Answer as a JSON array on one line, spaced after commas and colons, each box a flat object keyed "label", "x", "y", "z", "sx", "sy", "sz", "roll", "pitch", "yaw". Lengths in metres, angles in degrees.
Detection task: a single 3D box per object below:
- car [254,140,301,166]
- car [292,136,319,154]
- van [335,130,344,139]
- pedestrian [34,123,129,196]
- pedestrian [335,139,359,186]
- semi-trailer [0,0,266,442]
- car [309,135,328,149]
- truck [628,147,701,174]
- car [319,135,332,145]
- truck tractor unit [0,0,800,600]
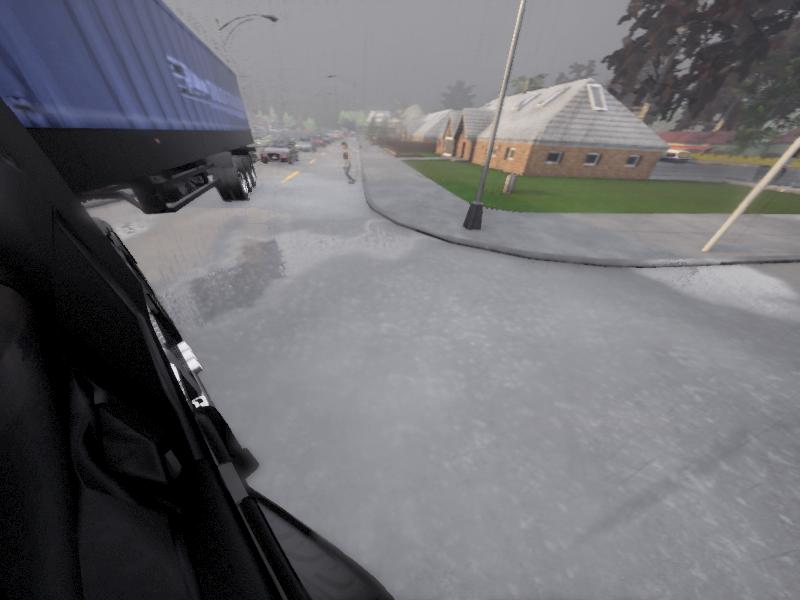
[{"label": "car", "x": -9.166, "y": -11.352, "z": 17.760, "sx": 1.994, "sy": 1.385, "sz": 4.181, "roll": -3, "pitch": 36, "yaw": -9}, {"label": "car", "x": -10.937, "y": -18.280, "z": 27.157, "sx": 2.007, "sy": 1.525, "sz": 4.514, "roll": -3, "pitch": 36, "yaw": -8}, {"label": "van", "x": -21.156, "y": -58.244, "z": 81.373, "sx": 2.351, "sy": 2.431, "sz": 6.366, "roll": -3, "pitch": 36, "yaw": -9}, {"label": "pedestrian", "x": -9.907, "y": -4.390, "z": 7.313, "sx": 0.751, "sy": 1.860, "sz": 0.751, "roll": -5, "pitch": 36, "yaw": -11}, {"label": "pedestrian", "x": -2.564, "y": -6.648, "z": 11.233, "sx": 0.751, "sy": 1.860, "sz": 0.751, "roll": -20, "pitch": 42, "yaw": -29}, {"label": "semi-trailer", "x": -6.186, "y": -4.510, "z": 5.790, "sx": 2.717, "sy": 4.402, "sz": 14.254, "roll": -11, "pitch": 38, "yaw": -17}, {"label": "car", "x": -12.562, "y": -24.563, "z": 35.803, "sx": 2.007, "sy": 1.525, "sz": 4.514, "roll": -3, "pitch": 36, "yaw": -8}, {"label": "truck", "x": 28.427, "y": -15.223, "z": 25.122, "sx": 2.069, "sy": 2.038, "sz": 4.478, "roll": -3, "pitch": 36, "yaw": -9}, {"label": "car", "x": -14.006, "y": -30.129, "z": 43.505, "sx": 1.816, "sy": 1.474, "sz": 4.193, "roll": -3, "pitch": 36, "yaw": -9}, {"label": "truck tractor unit", "x": -2.645, "y": -0.295, "z": 0.351, "sx": 6.516, "sy": 4.208, "sz": 3.053, "roll": 28, "pitch": 44, "yaw": 30}]
